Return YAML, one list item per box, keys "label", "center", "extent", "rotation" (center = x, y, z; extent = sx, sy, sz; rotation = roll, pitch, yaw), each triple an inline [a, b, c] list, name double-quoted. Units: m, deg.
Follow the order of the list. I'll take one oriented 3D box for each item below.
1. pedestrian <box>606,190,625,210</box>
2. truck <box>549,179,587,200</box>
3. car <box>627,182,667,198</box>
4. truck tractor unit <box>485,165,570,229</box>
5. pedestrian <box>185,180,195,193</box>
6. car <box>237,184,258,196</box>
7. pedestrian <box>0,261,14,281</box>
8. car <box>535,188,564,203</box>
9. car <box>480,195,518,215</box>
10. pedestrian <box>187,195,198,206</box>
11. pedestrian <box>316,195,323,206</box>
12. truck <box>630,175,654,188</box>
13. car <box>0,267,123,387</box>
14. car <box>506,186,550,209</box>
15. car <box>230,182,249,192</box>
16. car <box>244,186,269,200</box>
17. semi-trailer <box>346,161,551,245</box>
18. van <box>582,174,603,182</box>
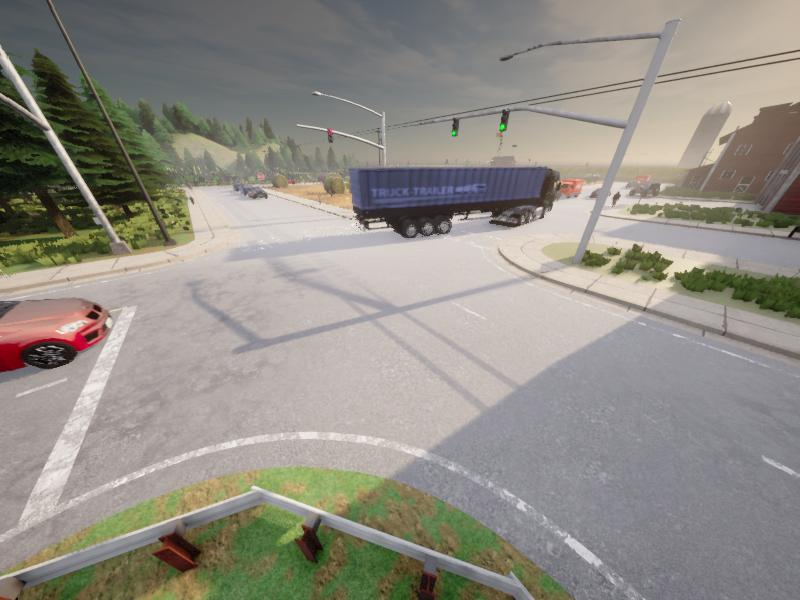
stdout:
- label: "pedestrian"
  center: [22.869, -10.638, 24.506]
  extent: [0.751, 1.860, 0.751]
  rotation: [-24, 38, -35]
- label: "truck"
  center: [25.372, -16.811, 34.938]
  extent: [5.204, 2.467, 2.627]
  rotation: [-23, 37, -34]
- label: "car"
  center: [37.519, -16.849, 35.271]
  extent: [1.905, 1.878, 3.866]
  rotation: [-2, 28, 9]
- label: "truck tractor unit"
  center: [10.777, -8.999, 19.633]
  extent: [6.516, 4.208, 3.053]
  rotation: [-23, 37, -34]
- label: "pedestrian"
  center: [-37.510, -20.266, 41.237]
  extent: [0.751, 1.860, 0.751]
  rotation: [-22, 36, -33]
- label: "car"
  center: [-26.007, -18.829, 39.425]
  extent: [1.882, 1.535, 5.008]
  rotation: [-22, 37, -33]
- label: "pedestrian"
  center: [-16.235, -1.304, 9.101]
  extent: [0.500, 1.100, 0.500]
  rotation: [-20, 35, -31]
- label: "car"
  center: [20.426, -14.296, 31.502]
  extent: [3.705, 1.549, 1.789]
  rotation: [-23, 37, -34]
- label: "car"
  center: [10.235, -9.931, 23.957]
  extent: [3.633, 1.501, 1.845]
  rotation: [-23, 37, -34]
- label: "pedestrian"
  center: [-24.349, -11.645, 27.065]
  extent: [0.500, 1.100, 0.500]
  rotation: [22, 36, 33]
- label: "pedestrian"
  center: [-9.484, -11.785, 27.308]
  extent: [0.500, 1.100, 0.500]
  rotation: [-20, 36, -31]
- label: "truck"
  center: [57.042, -28.060, 54.427]
  extent: [5.204, 2.467, 2.627]
  rotation: [-23, 37, -34]
- label: "car"
  center: [-9.941, 0.953, 4.976]
  extent: [4.611, 1.667, 2.242]
  rotation: [-23, 37, -34]
- label: "car"
  center: [15.392, -12.350, 27.640]
  extent: [5.566, 2.045, 2.150]
  rotation: [-23, 37, -34]
- label: "car"
  center: [-31.296, -22.028, 44.977]
  extent: [2.007, 1.525, 4.514]
  rotation: [-22, 37, -33]
- label: "car"
  center: [-21.694, -16.208, 34.890]
  extent: [2.038, 1.542, 4.974]
  rotation: [-22, 37, -33]
- label: "semi-trailer"
  center: [3.804, -7.281, 16.479]
  extent: [14.254, 4.402, 2.717]
  rotation: [-12, 33, -20]
- label: "van"
  center: [61.962, -39.389, 74.532]
  extent: [2.069, 2.038, 4.480]
  rotation: [-23, 37, -34]
